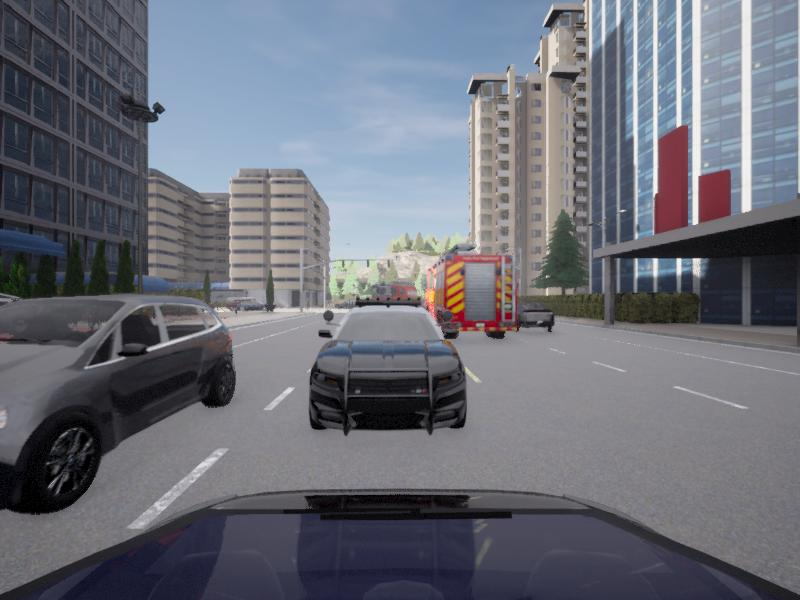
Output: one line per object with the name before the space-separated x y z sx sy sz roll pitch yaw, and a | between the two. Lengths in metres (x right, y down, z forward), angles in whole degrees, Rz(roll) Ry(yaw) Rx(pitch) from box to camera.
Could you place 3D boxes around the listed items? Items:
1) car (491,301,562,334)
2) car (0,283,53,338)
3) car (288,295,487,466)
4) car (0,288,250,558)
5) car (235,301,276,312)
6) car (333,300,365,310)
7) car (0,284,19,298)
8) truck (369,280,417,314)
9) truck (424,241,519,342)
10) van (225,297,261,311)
car | 6.446 0.836 21.075 2.128 1.511 4.902 0 0 -1
car | -17.017 0.402 14.472 2.390 2.098 6.274 0 0 29
car | -0.189 0.771 6.483 1.930 1.638 5.238 0 0 -2
car | -3.639 0.756 4.546 2.242 1.667 4.611 0 0 -1
car | -19.635 0.851 54.438 4.792 1.488 2.163 0 0 -1
car | -8.533 0.771 67.497 5.238 1.638 1.930 0 0 -41
car | -16.357 -0.347 15.659 1.750 0.535 1.642 0 0 29
truck | -0.679 -0.321 50.335 2.891 3.827 8.468 0 0 23
truck | 2.989 -0.321 19.475 2.891 3.827 8.468 0 0 -1
van | -22.666 0.598 57.894 4.442 1.987 1.775 0 0 -1
